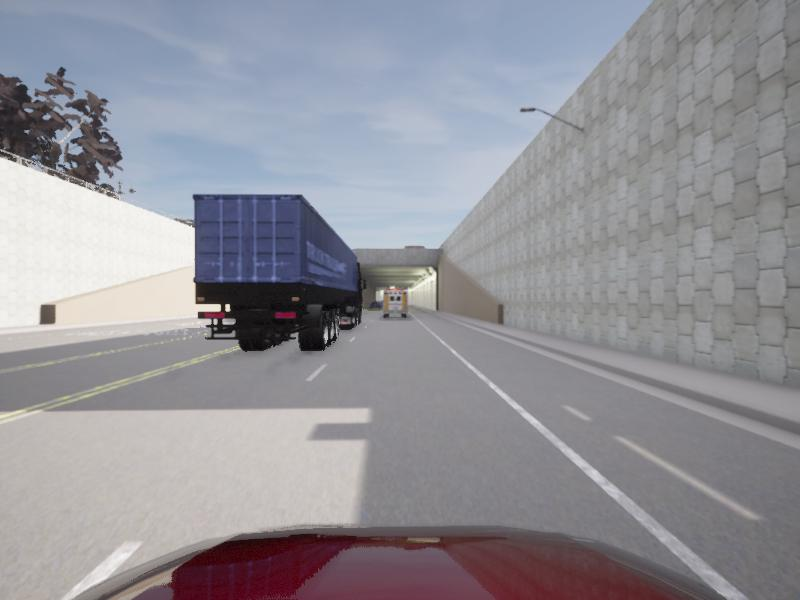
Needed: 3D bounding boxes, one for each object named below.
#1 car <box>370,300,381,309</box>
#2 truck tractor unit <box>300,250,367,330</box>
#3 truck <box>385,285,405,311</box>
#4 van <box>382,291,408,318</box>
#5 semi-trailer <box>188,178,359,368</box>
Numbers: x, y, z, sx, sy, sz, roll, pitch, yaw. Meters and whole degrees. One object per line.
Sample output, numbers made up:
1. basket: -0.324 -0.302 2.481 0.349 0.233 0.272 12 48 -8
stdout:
1. car: -4.397 0.836 72.892 1.882 1.535 5.008 0 0 -1
2. truck tractor unit: -3.760 -0.516 24.336 3.053 4.208 6.516 0 0 -1
3. truck: -0.767 -0.310 63.471 2.891 3.827 8.468 0 0 -1
4. van: -0.454 0.385 39.231 2.351 2.431 6.366 0 0 -1
5. semi-trailer: -3.659 -0.615 16.420 2.717 4.402 14.254 0 0 -1
